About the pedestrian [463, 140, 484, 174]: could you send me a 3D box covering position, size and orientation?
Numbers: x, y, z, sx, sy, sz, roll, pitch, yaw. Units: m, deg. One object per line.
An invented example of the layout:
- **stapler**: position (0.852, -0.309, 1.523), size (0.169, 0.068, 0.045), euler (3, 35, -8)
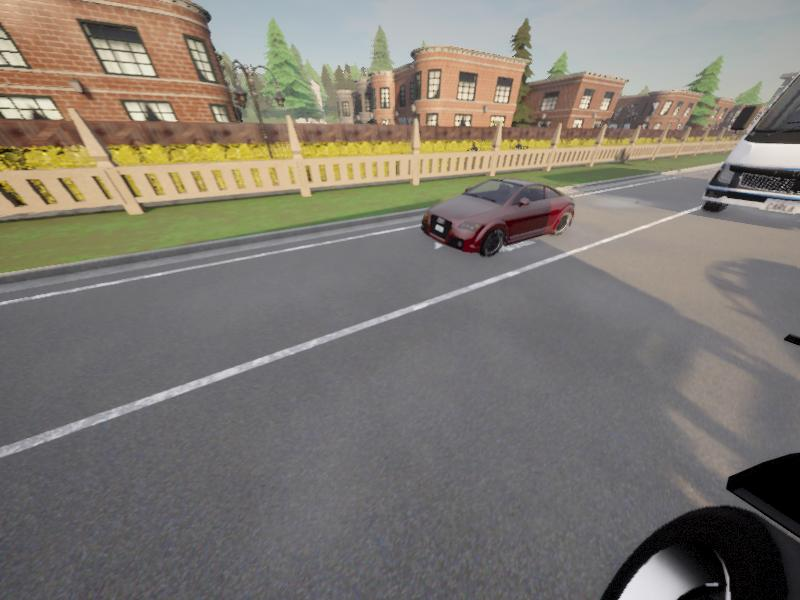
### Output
- **pedestrian**: position (4.899, -9.562, 15.466), size (0.751, 1.860, 0.751), euler (-18, 39, -23)

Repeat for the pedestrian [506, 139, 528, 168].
- **pedestrian**: position (9.068, -11.371, 17.987), size (0.751, 1.860, 0.751), euler (-18, 39, -23)

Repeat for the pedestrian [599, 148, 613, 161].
- **pedestrian**: position (20.065, -14.181, 22.522), size (0.500, 1.100, 0.500), euler (-18, 39, -23)

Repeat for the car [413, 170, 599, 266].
- **car**: position (2.664, -2.381, 6.060), size (4.181, 1.385, 1.994), euler (-18, 39, -23)

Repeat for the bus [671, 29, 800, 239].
- **bus**: position (14.708, -5.090, 7.287), size (10.273, 4.253, 3.944), euler (-18, 39, -23)
